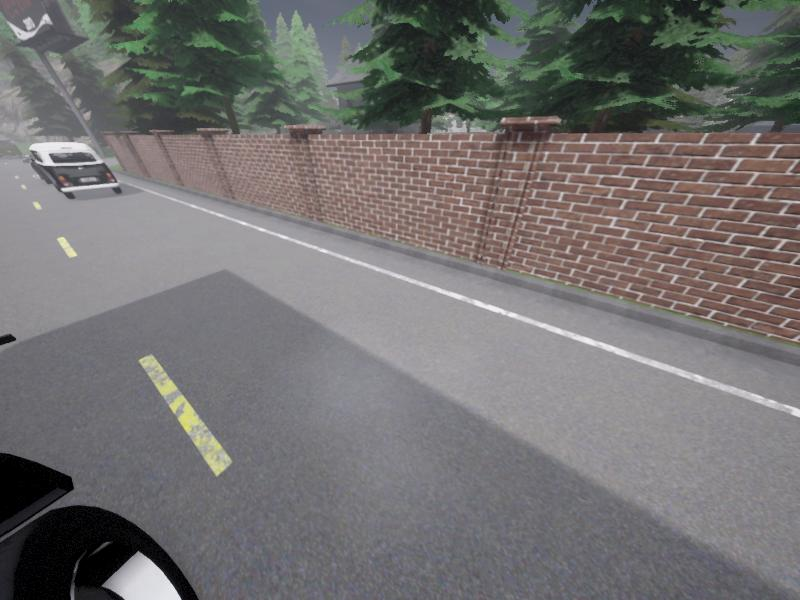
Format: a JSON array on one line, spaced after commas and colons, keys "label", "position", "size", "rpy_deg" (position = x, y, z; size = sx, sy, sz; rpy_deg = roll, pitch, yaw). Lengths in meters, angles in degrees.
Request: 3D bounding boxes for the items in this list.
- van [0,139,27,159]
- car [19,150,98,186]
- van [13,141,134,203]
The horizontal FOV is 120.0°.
[{"label": "van", "position": [-49.351, -18.626, 28.385], "size": [4.442, 1.987, 1.775], "rpy_deg": [11, 37, 15]}, {"label": "car", "position": [-20.750, -8.104, 14.026], "size": [4.892, 1.490, 1.837], "rpy_deg": [22, 40, 28]}, {"label": "van", "position": [-14.985, -6.032, 10.640], "size": [4.480, 2.038, 2.069], "rpy_deg": [22, 40, 27]}]
